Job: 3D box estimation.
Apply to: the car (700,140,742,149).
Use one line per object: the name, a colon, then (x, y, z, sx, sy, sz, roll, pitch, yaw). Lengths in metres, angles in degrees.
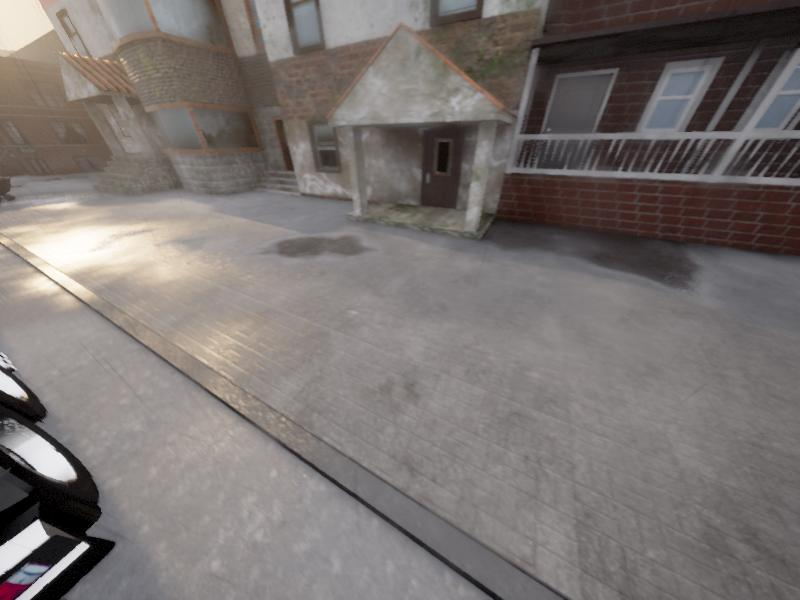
car: (68.707, -33.379, 49.576, 4.792, 1.488, 2.163, 16, 38, 22)

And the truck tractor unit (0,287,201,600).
truck tractor unit: (-5.153, -0.255, 0.726, 6.516, 4.208, 3.053, 17, 38, 22)

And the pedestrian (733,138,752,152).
pedestrian: (53.997, -24.422, 36.435, 0.751, 1.860, 0.751, -21, 40, -26)
